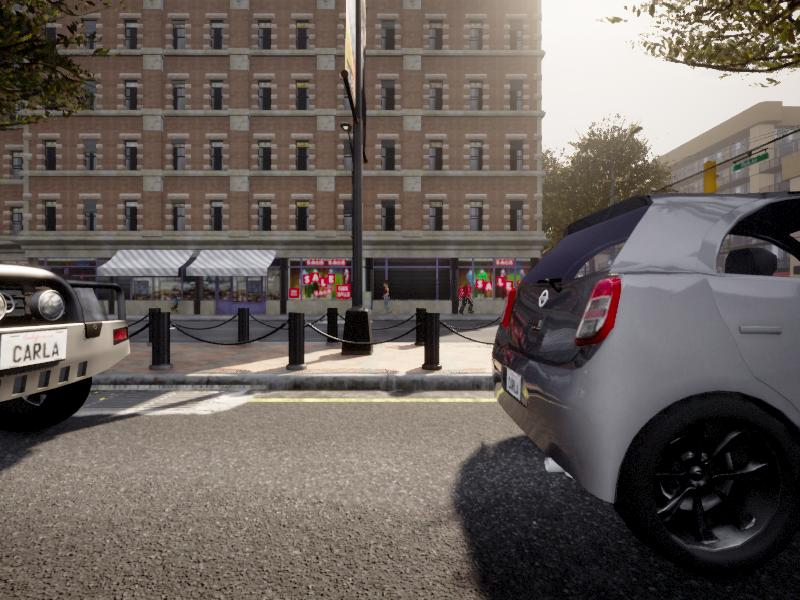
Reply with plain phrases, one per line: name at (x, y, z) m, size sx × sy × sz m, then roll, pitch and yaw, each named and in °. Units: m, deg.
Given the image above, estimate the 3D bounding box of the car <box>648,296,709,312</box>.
car at (23.693, 0.341, 34.300) m, size 1.895 × 1.301 × 4.718 m, roll 0°, pitch 0°, yaw 0°

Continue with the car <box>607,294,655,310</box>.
car at (23.652, 0.198, 41.198) m, size 1.801 × 1.575 × 5.366 m, roll 0°, pitch 0°, yaw 0°

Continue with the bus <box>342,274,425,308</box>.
bus at (-2.059, -1.133, 51.914) m, size 10.273 × 4.253 × 3.944 m, roll 0°, pitch 0°, yaw 0°

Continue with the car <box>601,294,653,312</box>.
car at (20.184, 0.242, 35.853) m, size 1.837 × 1.490 × 4.892 m, roll 0°, pitch 0°, yaw 0°

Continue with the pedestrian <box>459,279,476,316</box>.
pedestrian at (3.499, -0.115, 20.750) m, size 0.751 × 1.860 × 0.751 m, roll 0°, pitch 0°, yaw 1°

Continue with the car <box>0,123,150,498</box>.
car at (-4.281, 0.053, 2.201) m, size 4.605 × 1.855 × 1.932 m, roll 0°, pitch 0°, yaw 0°

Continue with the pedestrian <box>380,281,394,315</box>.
pedestrian at (-0.727, -0.115, 22.044) m, size 0.751 × 1.860 × 0.751 m, roll 0°, pitch 0°, yaw -1°

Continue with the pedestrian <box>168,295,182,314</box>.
pedestrian at (-12.925, 0.267, 22.979) m, size 0.500 × 1.100 × 0.500 m, roll 0°, pitch 0°, yaw -3°

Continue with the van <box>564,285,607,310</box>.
van at (20.136, -0.280, 43.771) m, size 1.988 × 2.561 × 5.915 m, roll 0°, pitch 0°, yaw 0°

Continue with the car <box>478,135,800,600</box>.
car at (2.425, 0.226, 2.192) m, size 3.633 × 1.501 × 1.845 m, roll 0°, pitch 0°, yaw 0°
